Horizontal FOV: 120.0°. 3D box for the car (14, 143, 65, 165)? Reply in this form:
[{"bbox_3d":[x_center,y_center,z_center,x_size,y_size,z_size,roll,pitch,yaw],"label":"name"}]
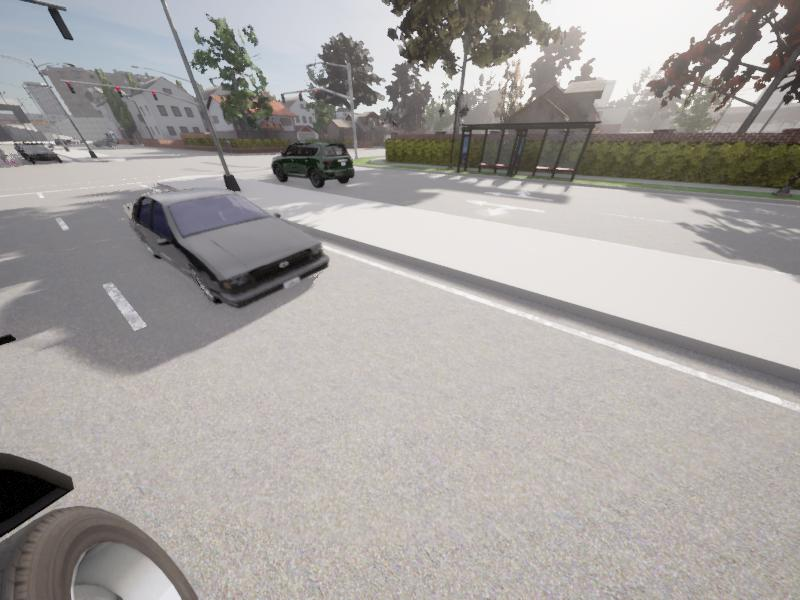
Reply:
[{"bbox_3d":[-35.941,-14.626,23.005,5.238,1.638,1.930,22,40,27],"label":"car"}]

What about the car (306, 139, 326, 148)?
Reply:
[{"bbox_3d":[-18.300,-34.305,50.616,3.806,1.475,1.970,22,41,28],"label":"car"}]

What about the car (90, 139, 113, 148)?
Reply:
[{"bbox_3d":[-68.690,-35.997,53.137,5.027,1.651,2.152,22,41,28],"label":"car"}]

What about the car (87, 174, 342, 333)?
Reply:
[{"bbox_3d":[-3.936,-1.484,4.785,5.357,1.411,2.033,22,41,28],"label":"car"}]

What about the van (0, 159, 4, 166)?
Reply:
[{"bbox_3d":[-38.045,-13.161,20.564,4.480,2.038,2.069,22,41,28],"label":"van"}]

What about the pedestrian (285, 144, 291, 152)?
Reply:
[{"bbox_3d":[-18.678,-25.349,38.526,0.500,1.100,0.500,22,41,28],"label":"pedestrian"}]

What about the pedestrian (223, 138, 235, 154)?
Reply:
[{"bbox_3d":[-24.854,-22.382,33.609,0.751,1.860,0.751,-29,45,-35],"label":"pedestrian"}]

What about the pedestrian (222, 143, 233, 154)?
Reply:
[{"bbox_3d":[-25.770,-22.686,34.522,0.751,1.300,0.751,27,43,33],"label":"pedestrian"}]

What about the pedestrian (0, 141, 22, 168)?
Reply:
[{"bbox_3d":[-33.149,-12.185,19.328,0.751,1.860,0.751,25,42,31],"label":"pedestrian"}]

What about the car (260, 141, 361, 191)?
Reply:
[{"bbox_3d":[-5.125,-7.862,13.266,5.566,2.045,2.150,22,41,28],"label":"car"}]

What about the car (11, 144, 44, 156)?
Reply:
[{"bbox_3d":[-52.347,-21.132,32.429,4.718,1.301,1.895,22,41,28],"label":"car"}]

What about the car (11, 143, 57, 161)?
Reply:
[{"bbox_3d":[-41.752,-16.900,26.332,4.792,1.488,2.163,22,41,28],"label":"car"}]
